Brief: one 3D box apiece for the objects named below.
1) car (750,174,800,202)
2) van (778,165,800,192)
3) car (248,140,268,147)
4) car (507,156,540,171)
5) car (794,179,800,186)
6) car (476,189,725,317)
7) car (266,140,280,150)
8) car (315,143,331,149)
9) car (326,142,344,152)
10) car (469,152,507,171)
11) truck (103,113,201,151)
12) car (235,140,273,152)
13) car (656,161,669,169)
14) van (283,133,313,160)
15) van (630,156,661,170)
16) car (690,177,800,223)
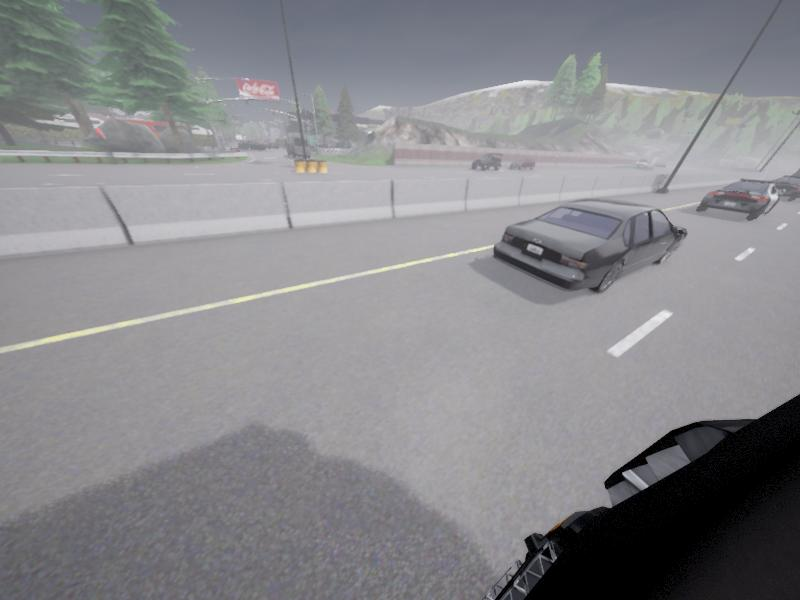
[{"bbox_3d":[30.374,-8.906,18.183,4.974,1.542,2.038,-16,38,-26],"label":"car"},{"bbox_3d":[43.311,-13.007,24.408,5.915,2.561,1.988,-16,38,-26],"label":"van"},{"bbox_3d":[-41.187,-45.429,66.947,4.514,1.525,2.007,-16,38,-26],"label":"car"},{"bbox_3d":[16.818,-18.566,31.470,3.705,1.549,1.789,-16,38,-26],"label":"car"},{"bbox_3d":[54.258,-15.737,30.243,4.514,1.525,2.007,-16,38,-26],"label":"car"},{"bbox_3d":[4.555,-1.477,5.210,5.357,1.411,2.033,-16,38,-26],"label":"car"},{"bbox_3d":[-27.712,-33.769,50.290,2.163,1.488,4.792,-14,37,-24],"label":"car"},{"bbox_3d":[-25.997,-51.978,78.028,4.718,1.301,1.895,-16,38,-26],"label":"car"},{"bbox_3d":[-16.104,-38.021,57.532,3.866,1.878,1.905,-16,38,-26],"label":"car"},{"bbox_3d":[10.824,-16.993,28.352,3.866,1.878,1.905,-16,38,-26],"label":"car"},{"bbox_3d":[-35.165,-24.077,33.516,8.468,3.827,2.891,-16,38,-26],"label":"truck"},{"bbox_3d":[-25.465,-27.011,40.497,1.882,1.535,5.008,25,40,29],"label":"car"},{"bbox_3d":[73.537,-37.878,64.712,1.882,1.535,5.008,30,42,34],"label":"car"},{"bbox_3d":[-12.997,-19.517,29.292,1.988,2.561,5.915,-16,38,-26],"label":"van"},{"bbox_3d":[52.664,-29.344,49.553,6.366,2.431,2.351,-17,39,-27],"label":"van"},{"bbox_3d":[17.320,-5.180,11.602,4.974,1.542,2.038,-16,38,-26],"label":"car"}]
